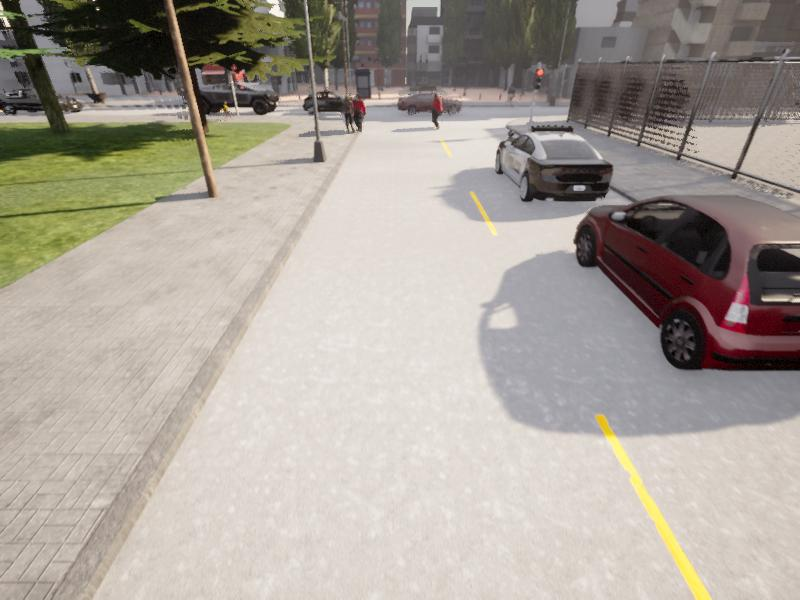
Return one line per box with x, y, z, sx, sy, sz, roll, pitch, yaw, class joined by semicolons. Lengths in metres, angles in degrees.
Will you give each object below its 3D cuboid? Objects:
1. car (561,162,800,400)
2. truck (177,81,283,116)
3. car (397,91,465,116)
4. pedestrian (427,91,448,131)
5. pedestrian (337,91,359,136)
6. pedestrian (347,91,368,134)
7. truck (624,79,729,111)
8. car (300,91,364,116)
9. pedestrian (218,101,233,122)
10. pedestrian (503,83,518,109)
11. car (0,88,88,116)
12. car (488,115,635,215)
4.013;-0.655;5.538;1.851;1.617;3.988;0;30;0;car
-11.952;-14.445;28.632;6.274;2.098;2.390;0;30;0;truck
2.140;-14.170;28.816;4.674;1.442;1.812;0;30;0;car
1.977;-10.135;21.453;0.751;1.860;0.751;-13;33;-21;pedestrian
-2.483;-8.972;19.258;0.751;1.860;0.751;8;31;14;pedestrian
-2.061;-9.212;19.671;0.751;1.860;0.751;7;31;12;pedestrian
22.002;-16.495;32.152;6.274;2.098;2.390;0;30;0;truck
-4.808;-14.138;28.728;4.193;1.474;1.816;1;30;2;car
-10.539;-11.421;24.196;0.500;1.100;0.500;-1;30;-2;pedestrian
9.029;-16.691;32.670;0.751;1.860;0.751;-3;30;-5;pedestrian
-25.957;-14.235;28.737;5.027;1.651;2.152;0;30;0;car
4.086;-4.049;11.309;1.930;1.638;5.238;0;30;-1;car
